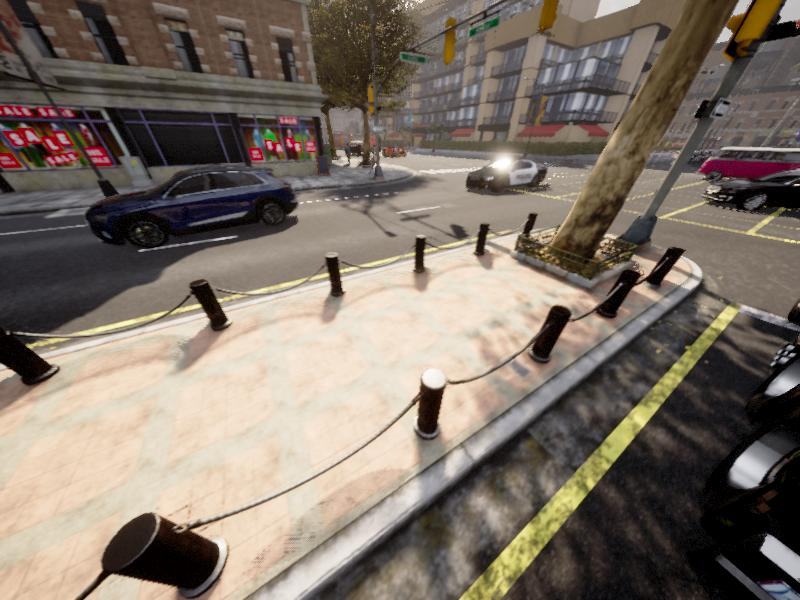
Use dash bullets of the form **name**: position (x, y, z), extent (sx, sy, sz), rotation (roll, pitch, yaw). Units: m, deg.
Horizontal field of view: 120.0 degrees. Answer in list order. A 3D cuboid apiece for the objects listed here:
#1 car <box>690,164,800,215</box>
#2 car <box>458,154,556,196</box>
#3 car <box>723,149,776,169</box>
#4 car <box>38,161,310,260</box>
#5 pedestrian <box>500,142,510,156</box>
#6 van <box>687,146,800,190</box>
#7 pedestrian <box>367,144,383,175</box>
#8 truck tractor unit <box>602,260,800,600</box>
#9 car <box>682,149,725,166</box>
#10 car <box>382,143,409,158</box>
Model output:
- **car**: position (15.456, -4.229, 8.905), extent (4.892, 1.490, 1.837), rotation (14, 36, 19)
- **car**: position (5.909, -7.058, 12.849), extent (4.974, 1.542, 2.038), rotation (-19, 39, -24)
- **car**: position (37.482, -15.159, 24.771), extent (4.974, 1.542, 2.038), rotation (-18, 39, -25)
- **car**: position (-5.570, -2.914, 6.715), extent (4.856, 1.649, 2.033), rotation (-26, 42, -32)
- **pedestrian**: position (16.961, -24.519, 37.445), extent (0.751, 1.860, 0.751), rotation (-19, 39, -25)
- **van**: position (22.407, -8.536, 14.725), extent (1.775, 1.987, 4.442), rotation (-18, 39, -25)
- **pedestrian**: position (-1.741, -9.857, 16.213), extent (0.751, 1.860, 0.751), rotation (-14, 37, -20)
- **truck tractor unit**: position (5.103, -0.309, 0.789), extent (6.516, 4.208, 3.053), rotation (-19, 39, -24)
- **car**: position (35.872, -16.919, 27.332), extent (3.806, 1.475, 1.970), rotation (-18, 39, -25)
- **car**: position (-0.765, -23.050, 35.544), extent (2.097, 1.767, 4.553), rotation (-18, 39, -25)
